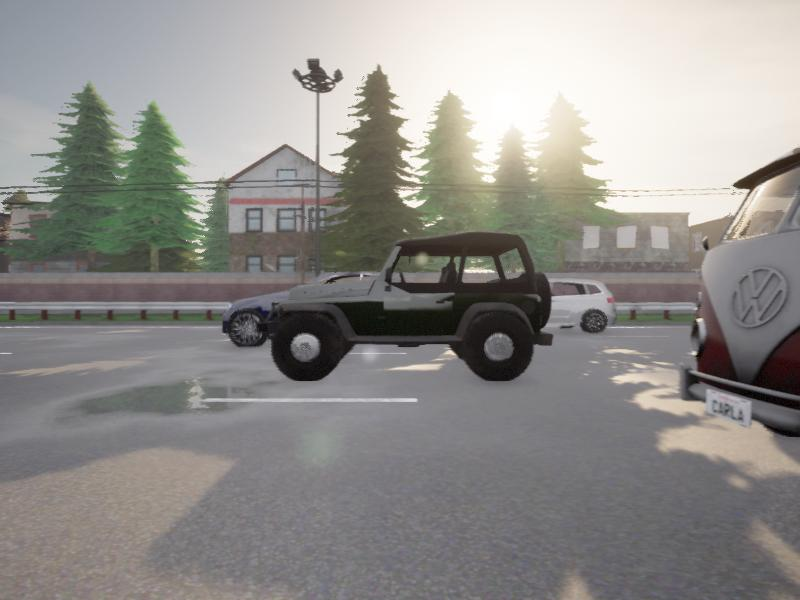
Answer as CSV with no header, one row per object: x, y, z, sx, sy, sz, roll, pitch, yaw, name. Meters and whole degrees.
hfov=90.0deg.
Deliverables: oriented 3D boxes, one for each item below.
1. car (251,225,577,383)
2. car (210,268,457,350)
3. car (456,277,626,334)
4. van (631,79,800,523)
0.170,0.046,5.701,3.866,1.878,1.905,0,0,0,car
-1.351,0.181,9.199,5.027,1.651,2.152,0,0,0,car
4.242,0.158,12.701,4.611,1.667,2.242,0,0,0,car
4.011,-0.003,2.199,4.442,1.987,1.775,0,0,0,van
